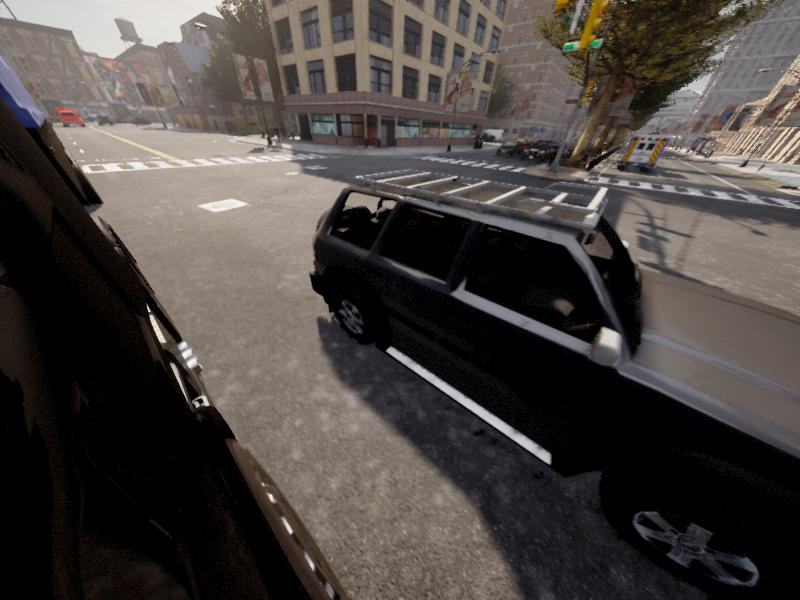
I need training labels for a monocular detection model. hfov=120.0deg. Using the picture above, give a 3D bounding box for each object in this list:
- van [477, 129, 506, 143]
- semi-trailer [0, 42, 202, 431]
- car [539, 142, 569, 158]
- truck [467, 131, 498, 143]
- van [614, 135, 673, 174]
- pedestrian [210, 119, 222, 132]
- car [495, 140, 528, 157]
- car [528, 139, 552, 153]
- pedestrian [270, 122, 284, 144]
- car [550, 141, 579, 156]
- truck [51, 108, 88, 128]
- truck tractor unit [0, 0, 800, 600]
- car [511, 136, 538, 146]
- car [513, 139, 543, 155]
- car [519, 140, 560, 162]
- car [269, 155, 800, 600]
[{"bbox_3d":[22.401,-40.339,56.879,5.915,2.561,1.988,26,43,28],"label":"van"},{"bbox_3d":[-8.696,-3.611,4.224,14.254,4.402,2.717,28,44,30],"label":"semi-trailer"},{"bbox_3d":[19.124,-18.617,28.630,1.994,1.385,4.181,28,43,29],"label":"car"},{"bbox_3d":[19.581,-38.853,55.076,6.274,2.098,2.390,27,43,29],"label":"truck"},{"bbox_3d":[21.188,-12.943,20.302,2.351,2.431,6.366,28,44,30],"label":"van"},{"bbox_3d":[-32.939,-31.252,41.392,0.751,1.860,0.751,12,38,12],"label":"pedestrian"},{"bbox_3d":[13.038,-17.691,26.932,1.812,1.442,4.674,28,44,30],"label":"car"},{"bbox_3d":[21.421,-23.550,35.264,1.837,1.490,4.892,28,43,29],"label":"car"},{"bbox_3d":[-13.549,-18.419,25.522,0.751,1.860,0.751,-29,47,-35],"label":"pedestrian"},{"bbox_3d":[23.391,-21.609,32.786,2.128,1.511,4.902,28,44,30],"label":"car"},{"bbox_3d":[-55.986,-30.888,39.181,5.204,2.467,2.627,29,44,30],"label":"truck"},{"bbox_3d":[-2.645,-0.295,0.351,6.516,4.208,3.053,28,44,30],"label":"truck tractor unit"},{"bbox_3d":[28.837,-37.031,53.682,5.366,1.575,1.801,15,38,15],"label":"car"},{"bbox_3d":[17.259,-20.671,31.118,2.007,1.525,4.514,28,44,30],"label":"car"},{"bbox_3d":[14.500,-15.547,23.974,2.242,1.667,4.611,28,44,30],"label":"car"},{"bbox_3d":[1.050,-0.096,2.288,4.605,1.855,1.932,28,43,30],"label":"car"}]
